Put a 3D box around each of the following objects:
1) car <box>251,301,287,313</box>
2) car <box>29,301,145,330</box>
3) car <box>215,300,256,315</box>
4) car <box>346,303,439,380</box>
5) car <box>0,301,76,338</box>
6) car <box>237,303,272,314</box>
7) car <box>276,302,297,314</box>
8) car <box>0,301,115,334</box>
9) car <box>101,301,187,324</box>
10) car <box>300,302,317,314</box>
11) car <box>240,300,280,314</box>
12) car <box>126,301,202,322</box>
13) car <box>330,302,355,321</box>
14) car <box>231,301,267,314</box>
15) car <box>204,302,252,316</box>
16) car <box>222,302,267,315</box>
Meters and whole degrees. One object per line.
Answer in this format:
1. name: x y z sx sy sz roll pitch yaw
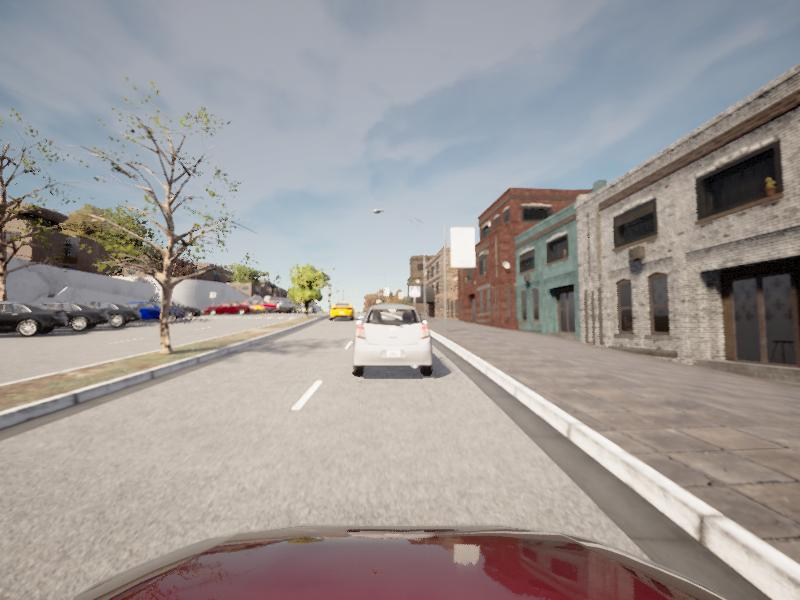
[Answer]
1. car: -22.171 1.185 67.548 5.566 2.045 2.435 0 -1 -26
2. car: -17.873 0.827 23.185 4.892 1.521 2.231 -1 0 -24
3. car: -20.451 0.911 49.777 4.553 1.767 2.185 0 -1 -26
4. car: -0.195 0.838 9.785 1.845 1.501 3.633 0 0 -2
5. car: -17.439 0.822 17.286 4.892 1.521 2.231 -1 0 -23
6. car: -21.285 1.249 58.670 4.674 1.452 2.002 0 -2 -26
7. car: -16.005 1.131 56.772 1.930 1.638 5.238 0 -1 -6
8. car: -17.643 0.823 20.235 4.892 1.521 2.231 -1 0 -24
9. car: -18.417 0.839 29.073 5.008 1.535 2.097 0 0 -25
10. car: -13.031 1.168 57.160 1.851 1.617 3.988 0 -1 -6
11. car: -21.549 1.029 61.657 5.566 2.045 2.435 0 -2 -26
12. car: -18.700 0.849 32.022 5.008 1.535 2.097 0 0 -25
13. car: -4.946 0.913 34.851 1.882 1.535 5.008 0 0 -5
14. car: -21.025 1.021 55.700 4.553 1.767 2.185 0 -1 -25
15. car: -20.125 0.990 46.825 5.008 1.535 2.097 0 -1 -25
16. car: -20.543 1.084 52.835 5.366 1.575 1.946 0 -1 -26
